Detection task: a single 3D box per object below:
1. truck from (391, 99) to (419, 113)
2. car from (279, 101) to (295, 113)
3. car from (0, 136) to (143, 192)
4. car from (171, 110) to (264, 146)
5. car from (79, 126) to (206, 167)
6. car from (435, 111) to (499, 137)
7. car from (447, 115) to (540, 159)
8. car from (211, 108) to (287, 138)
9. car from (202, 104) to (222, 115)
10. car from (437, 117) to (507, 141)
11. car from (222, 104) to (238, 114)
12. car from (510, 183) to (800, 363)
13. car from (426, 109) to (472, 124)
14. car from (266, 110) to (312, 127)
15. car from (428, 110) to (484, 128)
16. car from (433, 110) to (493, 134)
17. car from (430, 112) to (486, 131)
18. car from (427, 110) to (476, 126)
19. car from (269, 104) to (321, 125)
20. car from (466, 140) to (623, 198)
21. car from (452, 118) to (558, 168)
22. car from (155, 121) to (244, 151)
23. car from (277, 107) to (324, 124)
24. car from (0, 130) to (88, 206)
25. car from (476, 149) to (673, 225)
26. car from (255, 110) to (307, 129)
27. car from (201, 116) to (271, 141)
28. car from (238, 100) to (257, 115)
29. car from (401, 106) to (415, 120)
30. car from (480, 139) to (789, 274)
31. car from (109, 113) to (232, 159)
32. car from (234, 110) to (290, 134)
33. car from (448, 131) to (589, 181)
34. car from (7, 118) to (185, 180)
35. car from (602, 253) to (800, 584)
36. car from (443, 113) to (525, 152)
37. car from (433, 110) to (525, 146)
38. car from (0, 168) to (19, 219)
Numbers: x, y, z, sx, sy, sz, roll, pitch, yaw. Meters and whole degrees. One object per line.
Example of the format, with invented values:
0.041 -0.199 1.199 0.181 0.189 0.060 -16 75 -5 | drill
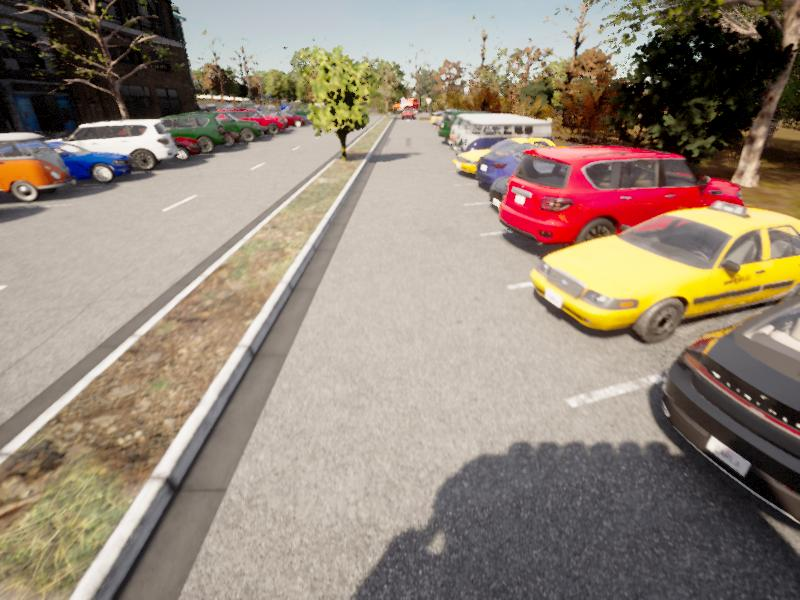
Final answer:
1.084 -39.953 82.316 5.204 2.467 2.627 16 30 31 | truck
-22.686 -38.568 80.188 2.435 2.045 5.566 -8 26 -16 | car
-13.147 -5.286 15.352 5.008 1.535 2.097 -10 28 -16 | car
-12.824 -12.372 28.618 5.566 2.045 2.435 -10 28 -16 | car
-13.028 -8.028 20.699 5.008 1.535 2.097 -10 28 -16 | car
5.403 -14.425 32.765 4.553 1.767 2.185 -8 28 -17 | car
5.096 -9.065 22.097 4.442 1.987 1.878 -8 29 -17 | car
-12.701 -15.116 33.968 5.566 2.045 2.435 -10 28 -16 | car
-30.592 -31.137 65.205 2.231 1.521 4.892 -9 27 -16 | car
5.377 -12.921 30.197 4.674 1.452 2.002 -8 29 -17 | car
-27.636 -31.071 65.132 2.002 1.452 4.674 -8 27 -16 | car
4.704 -0.708 6.295 5.366 1.575 1.946 -9 29 -17 | car
5.778 -21.868 47.548 4.892 1.521 2.231 -8 29 -17 | car
-12.443 -20.352 44.811 4.674 1.452 2.002 -10 28 -16 | car
5.806 -18.801 41.568 5.366 1.575 1.946 -8 28 -17 | car
5.525 -15.789 35.425 4.553 1.767 2.185 -8 29 -17 | car
5.537 -17.190 38.494 4.792 1.488 2.163 -8 29 -17 | car
5.696 -20.318 44.529 4.892 1.521 2.231 -8 28 -17 | car
-12.399 -21.988 47.344 5.566 2.045 2.435 -10 29 -16 | car
5.060 -4.786 14.318 4.792 1.488 2.163 -8 28 -17 | car
5.040 -7.706 19.447 4.442 1.987 1.878 -8 29 -17 | car
-12.877 -10.750 26.070 4.792 1.488 2.163 -10 28 -16 | car
-12.475 -23.136 50.101 5.366 1.575 1.946 -10 29 -16 | car
-13.098 -4.135 12.609 4.442 1.987 1.878 -10 28 -16 | car
4.951 -3.416 11.647 4.792 1.488 2.163 -8 29 -17 | car
-12.519 -19.005 42.103 5.008 1.535 2.097 -10 28 -16 | car
-12.758 -13.493 31.418 4.792 1.488 2.163 -10 28 -16 | car
-24.663 -31.289 64.889 2.435 2.045 5.566 -8 27 -16 | car
1.157 -26.164 55.800 1.851 1.617 3.988 1 28 2 | car
4.952 -2.319 8.896 5.566 2.045 2.435 -8 28 -17 | car
-12.993 -9.616 23.244 5.566 2.045 2.435 -10 29 -16 | car
-12.626 -16.371 36.691 4.553 1.767 2.185 -10 29 -16 | car
4.914 -6.140 16.883 5.366 1.575 1.946 -8 29 -17 | car
-13.113 -6.874 17.899 5.566 2.045 2.435 -10 29 -16 | car
4.834 0.623 3.714 4.892 1.521 2.231 -9 28 -17 | car
5.151 -10.424 24.746 4.442 1.987 1.878 -8 29 -17 | car
5.345 -11.828 27.428 5.566 2.045 2.435 -8 28 -17 | car
-13.287 -2.507 9.999 4.792 1.488 2.163 -10 29 -16 | car
